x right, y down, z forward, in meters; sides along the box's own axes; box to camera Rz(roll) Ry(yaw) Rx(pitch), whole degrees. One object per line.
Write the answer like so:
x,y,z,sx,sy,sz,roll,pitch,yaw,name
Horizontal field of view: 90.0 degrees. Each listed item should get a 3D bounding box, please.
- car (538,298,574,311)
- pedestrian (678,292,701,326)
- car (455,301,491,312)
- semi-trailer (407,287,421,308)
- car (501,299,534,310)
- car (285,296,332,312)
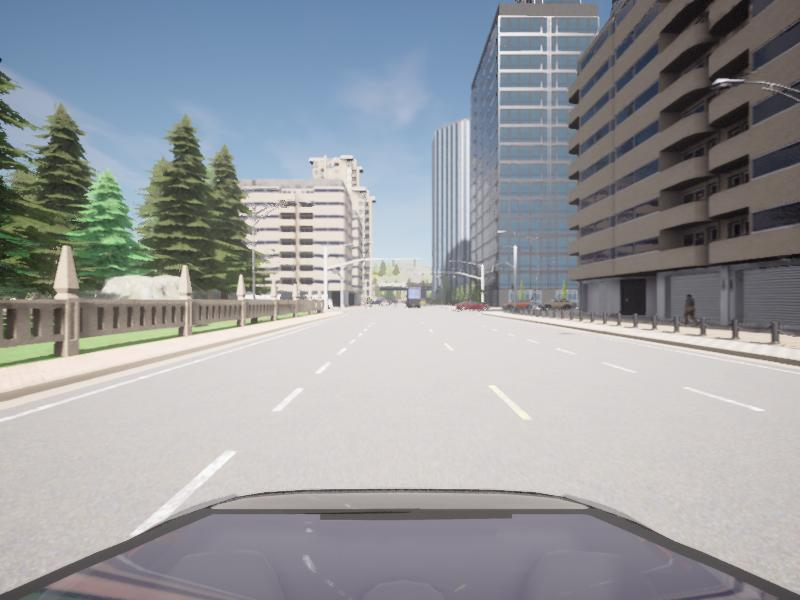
23.191,0.664,59.463,4.605,1.855,1.932,0,0,0,car
16.043,0.508,22.169,0.751,1.860,0.751,0,0,-9,pedestrian
10.138,0.880,55.969,4.674,1.442,1.812,0,0,0,car
3.035,-0.527,90.740,2.717,4.402,14.254,0,0,0,semi-trailer
18.484,0.710,62.980,4.553,1.767,2.097,0,0,0,car
-11.942,0.572,52.540,5.566,2.045,2.150,0,0,1,car
